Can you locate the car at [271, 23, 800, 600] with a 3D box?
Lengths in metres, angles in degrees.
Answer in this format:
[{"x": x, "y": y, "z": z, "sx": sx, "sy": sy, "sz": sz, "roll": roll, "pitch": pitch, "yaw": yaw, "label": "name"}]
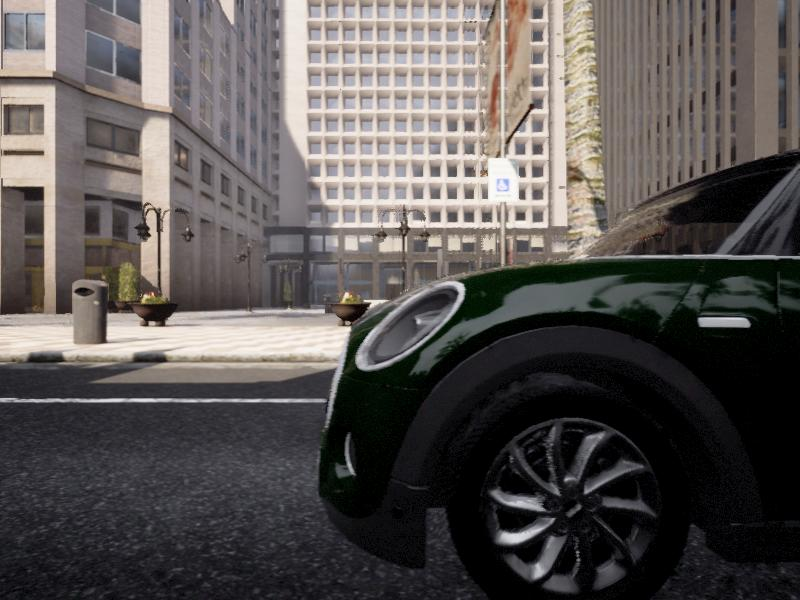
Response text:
[{"x": 1.907, "y": 0.095, "z": 2.200, "sx": 4.553, "sy": 1.767, "sz": 2.097, "roll": 0, "pitch": 0, "yaw": 0, "label": "car"}]
